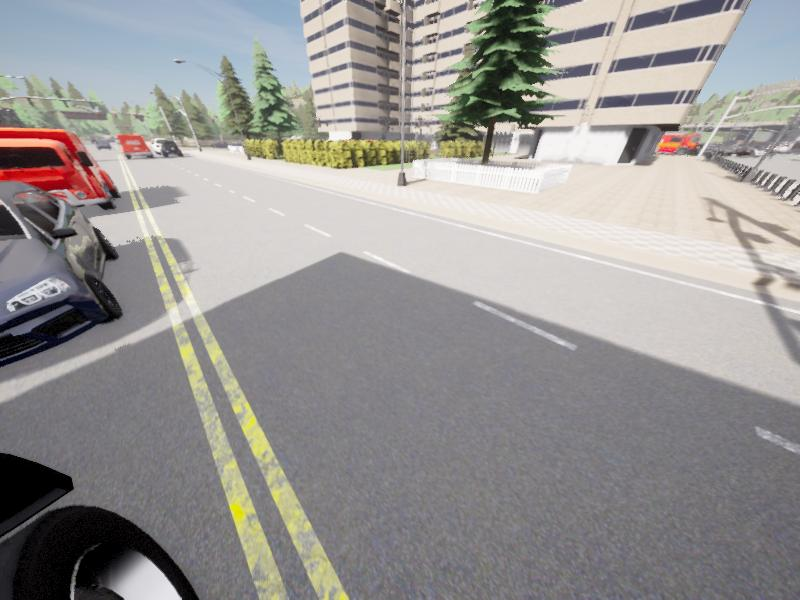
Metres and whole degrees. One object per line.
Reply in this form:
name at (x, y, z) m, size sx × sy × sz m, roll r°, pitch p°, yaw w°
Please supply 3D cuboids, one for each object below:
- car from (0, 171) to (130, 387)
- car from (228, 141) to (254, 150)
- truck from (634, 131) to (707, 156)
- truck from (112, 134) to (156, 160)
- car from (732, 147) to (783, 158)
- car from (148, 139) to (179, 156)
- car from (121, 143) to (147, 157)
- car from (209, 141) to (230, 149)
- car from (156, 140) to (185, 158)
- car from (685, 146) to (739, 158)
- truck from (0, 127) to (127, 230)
car at (-6.106, -0.625, 3.328) m, size 4.611 × 1.667 × 2.242 m, roll 29°, pitch 44°, yaw 35°
car at (-39.160, -38.267, 57.085) m, size 2.242 × 1.667 × 4.611 m, roll 30°, pitch 44°, yaw 35°
truck at (53.023, -30.994, 45.768) m, size 8.468 × 3.827 × 2.891 m, roll 29°, pitch 44°, yaw 34°
truck at (-33.433, -19.278, 29.061) m, size 5.204 × 2.467 × 2.627 m, roll 29°, pitch 44°, yaw 35°
car at (64.057, -26.492, 41.446) m, size 4.974 × 1.542 × 2.038 m, roll 2°, pitch 35°, yaw 2°
car at (-36.694, -23.753, 35.818) m, size 5.566 × 2.045 × 2.150 m, roll 30°, pitch 44°, yaw 35°
car at (-38.082, -21.527, 33.053) m, size 3.633 × 1.501 × 1.845 m, roll 30°, pitch 44°, yaw 35°
car at (-44.370, -38.140, 56.804) m, size 1.845 × 1.501 × 3.633 m, roll 30°, pitch 44°, yaw 35°
car at (-31.644, -20.824, 31.813) m, size 3.866 × 1.878 × 1.905 m, roll 30°, pitch 44°, yaw 35°
car at (54.509, -25.989, 40.517) m, size 1.930 × 1.638 × 5.238 m, roll -11°, pitch 37°, yaw -16°
truck at (-12.609, -4.654, 8.324) m, size 5.204 × 2.467 × 2.627 m, roll 30°, pitch 44°, yaw 35°
